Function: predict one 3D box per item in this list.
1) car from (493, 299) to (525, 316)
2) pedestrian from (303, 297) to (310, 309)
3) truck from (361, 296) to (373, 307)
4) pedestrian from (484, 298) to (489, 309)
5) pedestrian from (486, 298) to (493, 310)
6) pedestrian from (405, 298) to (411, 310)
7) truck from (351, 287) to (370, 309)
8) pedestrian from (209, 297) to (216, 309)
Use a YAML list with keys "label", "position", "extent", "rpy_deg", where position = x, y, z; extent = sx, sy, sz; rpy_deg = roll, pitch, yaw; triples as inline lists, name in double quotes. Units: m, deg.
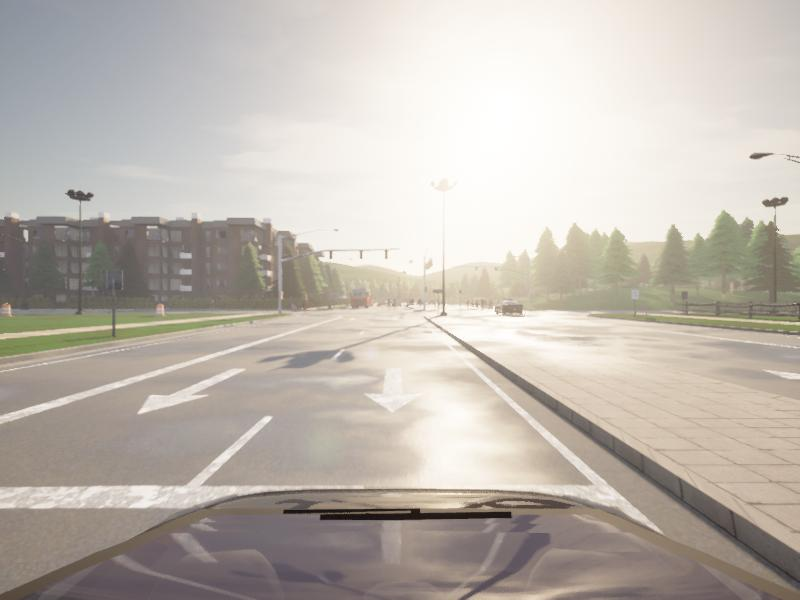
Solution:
- label: "car"
  position: [11.333, 0.747, 42.087]
  extent: [1.930, 1.638, 5.238]
  rpy_deg: [0, 0, 0]
- label: "pedestrian"
  position: [-13.916, 0.450, 59.494]
  extent: [0.751, 1.860, 0.751]
  rpy_deg: [0, 0, 0]
- label: "truck"
  position: [-7.840, 0.300, 95.048]
  extent: [2.627, 2.467, 5.204]
  rpy_deg: [0, 0, -1]
- label: "pedestrian"
  position: [14.238, 0.599, 65.940]
  extent: [0.751, 1.860, 0.751]
  rpy_deg: [0, 0, 1]
- label: "pedestrian"
  position: [14.483, 0.600, 64.736]
  extent: [0.751, 1.860, 0.751]
  rpy_deg: [0, 0, -11]
- label: "pedestrian"
  position: [1.312, 0.600, 63.727]
  extent: [0.751, 1.860, 0.751]
  rpy_deg: [0, 0, -11]
- label: "truck"
  position: [-7.483, -0.364, 76.099]
  extent: [2.891, 3.827, 8.468]
  rpy_deg: [0, 0, -1]
- label: "pedestrian"
  position: [-29.347, 0.448, 62.664]
  extent: [0.751, 1.860, 0.751]
  rpy_deg: [0, 0, -1]
